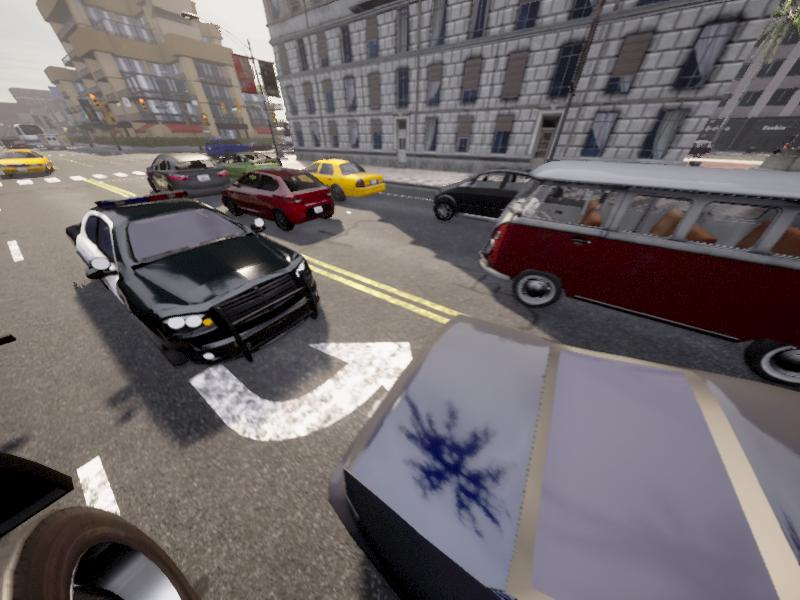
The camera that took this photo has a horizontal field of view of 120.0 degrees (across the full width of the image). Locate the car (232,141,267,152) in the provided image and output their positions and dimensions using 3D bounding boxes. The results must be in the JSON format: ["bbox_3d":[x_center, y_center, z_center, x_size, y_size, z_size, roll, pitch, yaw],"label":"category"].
[{"bbox_3d":[-27.909,-28.544,42.879,2.163,1.488,4.792,21,40,27],"label":"car"}]

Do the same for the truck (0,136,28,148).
[{"bbox_3d":[-83.535,-34.077,49.783,6.274,2.098,2.390,21,40,27],"label":"truck"}]

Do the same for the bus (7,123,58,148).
[{"bbox_3d":[-83.177,-37.154,52.276,10.273,4.253,3.944,21,40,27],"label":"bus"}]

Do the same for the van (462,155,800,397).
[{"bbox_3d":[3.475,-0.705,3.207,4.442,1.987,1.775,21,40,27],"label":"van"}]

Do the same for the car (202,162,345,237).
[{"bbox_3d":[-4.060,-3.433,7.464,4.193,1.474,1.816,21,40,27],"label":"car"}]

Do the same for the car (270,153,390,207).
[{"bbox_3d":[-3.171,-5.556,10.387,5.366,1.575,1.801,21,40,27],"label":"car"}]

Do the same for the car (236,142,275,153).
[{"bbox_3d":[-25.399,-27.029,40.825,2.033,1.411,5.357,21,40,27],"label":"car"}]

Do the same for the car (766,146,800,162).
[{"bbox_3d":[48.854,-17.443,27.696,2.163,1.488,4.792,-14,38,-19],"label":"car"}]

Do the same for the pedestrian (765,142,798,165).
[{"bbox_3d":[37.484,-14.432,22.711,0.751,1.860,0.751,-14,38,-20],"label":"pedestrian"}]

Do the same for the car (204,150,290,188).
[{"bbox_3d":[-8.910,-7.728,13.472,4.514,1.525,2.007,21,40,27],"label":"car"}]

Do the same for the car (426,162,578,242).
[{"bbox_3d":[2.905,-3.183,7.085,3.705,1.549,1.789,21,40,27],"label":"car"}]

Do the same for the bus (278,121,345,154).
[{"bbox_3d":[-15.129,-28.856,41.016,3.944,4.253,10.273,21,41,27],"label":"bus"}]

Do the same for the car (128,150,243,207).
[{"bbox_3d":[-9.582,-5.618,10.351,4.611,1.667,2.242,24,41,29],"label":"car"}]

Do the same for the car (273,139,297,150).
[{"bbox_3d":[-23.754,-32.290,47.881,1.905,1.878,3.866,21,40,27],"label":"car"}]

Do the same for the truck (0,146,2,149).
[{"bbox_3d":[-80.921,-30.814,44.857,5.204,2.467,2.627,21,40,27],"label":"truck"}]

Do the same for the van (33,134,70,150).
[{"bbox_3d":[-66.020,-29.934,43.747,6.366,2.431,2.351,21,40,27],"label":"van"}]

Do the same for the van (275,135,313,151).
[{"bbox_3d":[-20.941,-31.302,46.018,2.351,2.431,6.366,21,40,27],"label":"van"}]

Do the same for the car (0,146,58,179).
[{"bbox_3d":[-25.860,-9.566,15.909,5.366,1.575,1.801,28,43,33],"label":"car"}]

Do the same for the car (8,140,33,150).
[{"bbox_3d":[-71.694,-29.281,43.641,4.674,1.442,1.812,21,40,27],"label":"car"}]

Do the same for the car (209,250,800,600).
[{"bbox_3d":[2.172,1.467,0.633,5.357,1.411,2.033,21,40,27],"label":"car"}]

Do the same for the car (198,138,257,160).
[{"bbox_3d":[-20.936,-18.675,28.454,2.150,2.045,5.566,8,36,12],"label":"car"}]

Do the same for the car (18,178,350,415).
[{"bbox_3d":[-3.432,-0.775,3.661,4.974,1.542,2.038,21,40,27],"label":"car"}]
